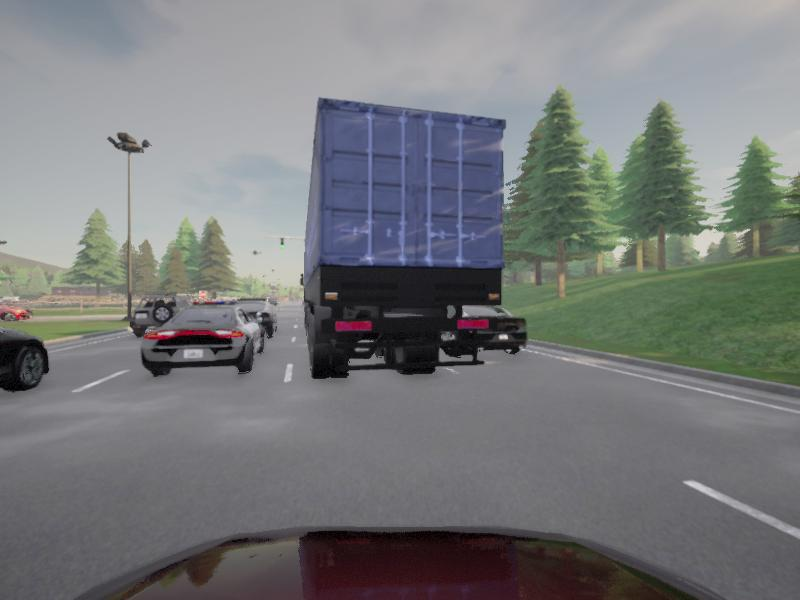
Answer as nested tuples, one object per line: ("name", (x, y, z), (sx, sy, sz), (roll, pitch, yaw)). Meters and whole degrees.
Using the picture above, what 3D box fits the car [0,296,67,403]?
("car", (-6.960, 0.759, 5.272), (2.033, 1.649, 4.856), (0, 0, -14))

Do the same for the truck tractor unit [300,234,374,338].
("truck tractor unit", (-3.370, -0.586, 19.774), (3.053, 4.208, 6.516), (0, 1, -14))

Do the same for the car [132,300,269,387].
("car", (-4.535, 0.797, 10.019), (2.038, 1.542, 4.974), (0, 1, -14))

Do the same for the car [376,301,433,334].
("car", (0.084, 0.801, 20.419), (1.812, 1.442, 4.674), (0, 0, -14))

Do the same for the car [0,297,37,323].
("car", (-27.416, 0.667, 26.437), (4.611, 1.667, 2.242), (0, 0, -28))

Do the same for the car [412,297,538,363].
("car", (2.012, 0.728, 12.690), (1.930, 1.638, 5.238), (0, 0, -14))

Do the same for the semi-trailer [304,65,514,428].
("semi-trailer", (-1.466, -0.658, 12.093), (2.717, 4.402, 14.254), (0, 0, -14))

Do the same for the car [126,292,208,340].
("car", (-10.069, 0.593, 17.734), (1.932, 1.855, 4.605), (0, 0, -14))

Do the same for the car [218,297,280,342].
("car", (-6.433, 0.711, 17.620), (1.930, 1.638, 5.238), (0, 0, -14))
